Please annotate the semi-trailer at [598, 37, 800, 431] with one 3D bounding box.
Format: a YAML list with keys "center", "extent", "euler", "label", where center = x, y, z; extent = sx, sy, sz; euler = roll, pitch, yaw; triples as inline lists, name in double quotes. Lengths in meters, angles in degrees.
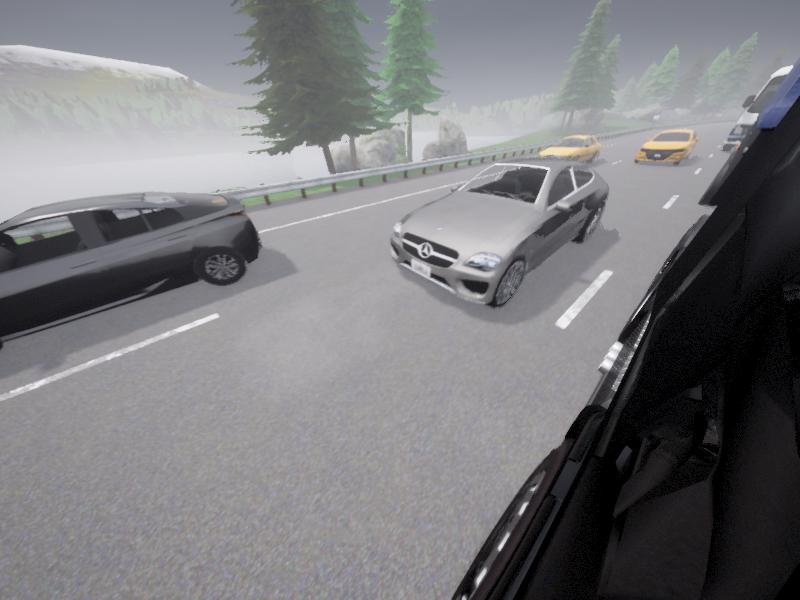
- center: [8.718, -3.591, 4.210]
  extent: [14.254, 4.402, 2.717]
  euler: [-28, 43, -30]
  label: "semi-trailer"

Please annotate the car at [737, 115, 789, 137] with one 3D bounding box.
- center: [37.375, -17.982, 23.908]
  extent: [4.611, 1.667, 2.242]
  euler: [-28, 44, -30]
  label: "car"

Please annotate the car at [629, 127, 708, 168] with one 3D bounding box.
- center: [15.261, -8.742, 13.085]
  extent: [5.008, 1.535, 1.882]
  euler: [-28, 44, -30]
  label: "car"

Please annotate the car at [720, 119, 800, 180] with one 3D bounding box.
- center: [16.285, -6.650, 10.006]
  extent: [4.553, 1.767, 2.097]
  euler: [-28, 44, -30]
  label: "car"

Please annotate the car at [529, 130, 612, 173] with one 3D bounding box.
- center: [9.777, -8.549, 13.145]
  extent: [5.366, 1.575, 1.801]
  euler: [-28, 44, -30]
  label: "car"

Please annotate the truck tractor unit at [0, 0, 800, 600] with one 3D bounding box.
- center: [2.645, -0.295, 0.351]
  extent: [6.516, 4.208, 3.053]
  euler: [-28, 44, -30]
  label: "truck tractor unit"

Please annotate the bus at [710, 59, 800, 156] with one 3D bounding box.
- center: [25.565, -12.578, 15.283]
  extent: [10.273, 4.253, 3.944]
  euler: [-28, 44, -30]
  label: "bus"

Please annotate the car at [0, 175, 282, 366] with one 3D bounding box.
- center: [-4.745, -0.709, 3.638]
  extent: [4.514, 1.525, 2.007]
  euler: [-28, 44, -30]
  label: "car"

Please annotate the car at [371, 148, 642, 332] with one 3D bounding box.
- center: [2.210, -1.744, 4.493]
  extent: [5.027, 1.651, 2.152]
  euler: [-28, 44, -30]
  label: "car"
